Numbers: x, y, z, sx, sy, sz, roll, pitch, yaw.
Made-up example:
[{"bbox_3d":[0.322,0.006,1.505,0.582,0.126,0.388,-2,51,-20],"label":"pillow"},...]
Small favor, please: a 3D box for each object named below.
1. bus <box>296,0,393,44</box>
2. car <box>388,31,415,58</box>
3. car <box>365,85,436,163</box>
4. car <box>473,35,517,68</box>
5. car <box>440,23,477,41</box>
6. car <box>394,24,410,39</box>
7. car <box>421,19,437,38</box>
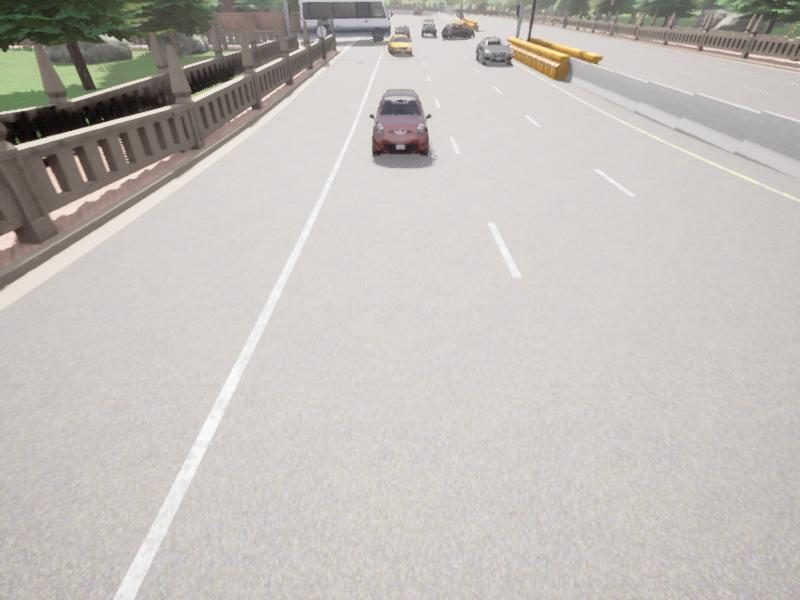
[{"bbox_3d":[-6.031,-31.721,45.259,10.273,4.253,3.944,-3,37,-3],"label":"bus"},{"bbox_3d":[0.063,-22.562,35.260,1.801,1.575,5.366,-3,37,-4],"label":"car"},{"bbox_3d":[0.013,-5.516,12.309,1.845,1.501,3.633,0,35,0],"label":"car"},{"bbox_3d":[7.078,-18.958,30.420,2.152,1.651,5.027,0,37,0],"label":"car"},{"bbox_3d":[7.198,-32.989,49.150,3.988,1.617,1.851,-18,40,-22],"label":"car"},{"bbox_3d":[0.239,-34.747,51.694,1.994,1.385,4.181,1,37,1],"label":"car"},{"bbox_3d":[3.738,-35.418,52.153,1.905,1.878,3.866,0,37,0],"label":"car"}]
